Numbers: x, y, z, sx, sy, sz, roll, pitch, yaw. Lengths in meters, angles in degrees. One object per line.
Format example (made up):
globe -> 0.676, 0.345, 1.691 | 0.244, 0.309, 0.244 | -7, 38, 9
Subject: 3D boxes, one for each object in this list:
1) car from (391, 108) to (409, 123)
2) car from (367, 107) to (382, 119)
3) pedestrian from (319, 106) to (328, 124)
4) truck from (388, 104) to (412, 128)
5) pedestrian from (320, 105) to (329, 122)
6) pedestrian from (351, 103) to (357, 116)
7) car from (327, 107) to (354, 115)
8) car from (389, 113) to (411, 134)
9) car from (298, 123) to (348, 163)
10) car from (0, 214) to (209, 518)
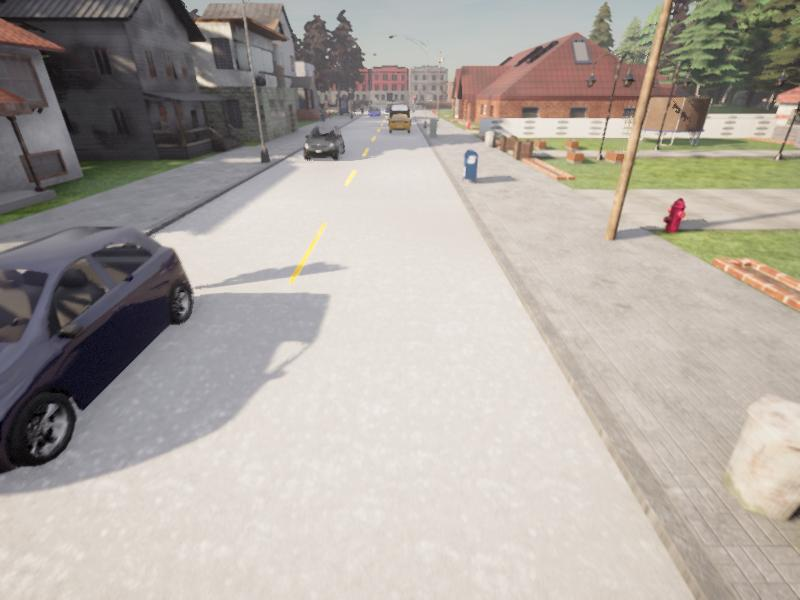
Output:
car -> -0.045, -23.160, 50.221 | 2.128, 1.511, 4.902 | 0, 27, 0
car -> -4.041, -29.692, 63.511 | 2.007, 1.525, 4.514 | 0, 27, 0
pedestrian -> -8.625, -20.902, 45.153 | 0.751, 1.860, 0.751 | 2, 27, 4
truck -> -0.032, -19.895, 43.202 | 2.390, 2.098, 6.274 | 0, 27, 0
pedestrian -> -9.099, -22.436, 48.149 | 0.751, 1.860, 0.751 | 1, 27, 3
pedestrian -> -7.187, -29.899, 62.704 | 0.751, 1.860, 0.751 | -8, 28, -15
car -> -10.870, -34.567, 73.212 | 4.718, 1.301, 1.895 | 0, 27, 0
car -> -0.024, -16.243, 36.684 | 1.882, 1.535, 5.008 | 0, 27, 0
car -> -4.015, -8.472, 21.437 | 1.851, 1.617, 3.988 | 0, 27, 0
car -> -4.002, 0.253, 4.483 | 1.845, 1.501, 3.633 | 0, 27, 0
